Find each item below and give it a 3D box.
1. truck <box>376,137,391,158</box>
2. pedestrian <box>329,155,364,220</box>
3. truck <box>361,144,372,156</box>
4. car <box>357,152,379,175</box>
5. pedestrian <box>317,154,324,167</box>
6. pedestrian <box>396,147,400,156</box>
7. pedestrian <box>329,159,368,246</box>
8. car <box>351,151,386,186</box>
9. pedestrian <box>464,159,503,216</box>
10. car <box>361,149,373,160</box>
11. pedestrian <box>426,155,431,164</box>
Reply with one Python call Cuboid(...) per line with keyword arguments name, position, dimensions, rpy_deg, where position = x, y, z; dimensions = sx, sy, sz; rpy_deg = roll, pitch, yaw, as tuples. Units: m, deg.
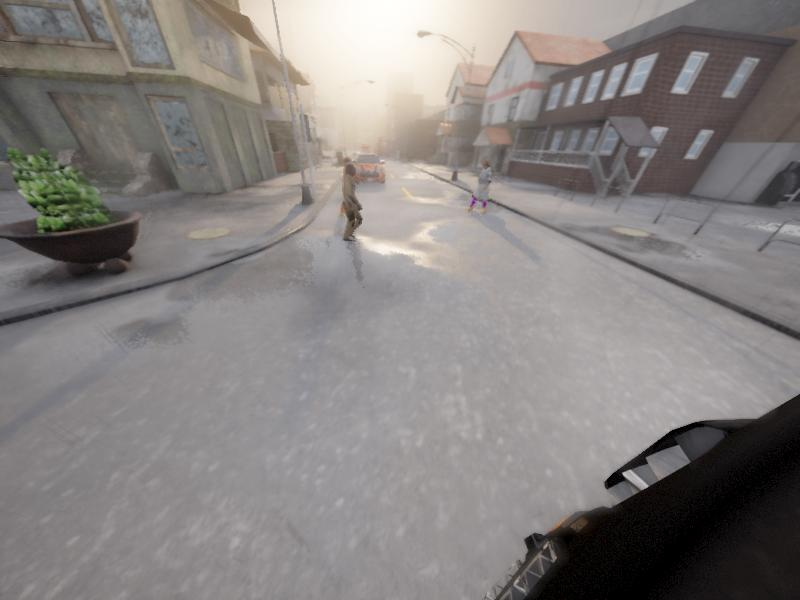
Cuboid(name="truck", position=(-3.927, -36.012, 54.505), dimensions=(2.891, 3.827, 8.468), rpy_deg=(-2, 34, -7))
Cuboid(name="pedestrian", position=(-1.740, -3.778, 7.788), dimensions=(0.751, 1.860, 0.751), rpy_deg=(7, 34, 7))
Cuboid(name="truck", position=(-8.902, -39.655, 60.895), dimensions=(2.627, 2.467, 5.204), rpy_deg=(-2, 34, -7))
Cuboid(name="car", position=(-3.013, -12.977, 21.846), dimensions=(1.851, 1.617, 3.988), rpy_deg=(-2, 34, -7))
Cuboid(name="pedestrian", position=(-8.119, -14.214, 23.603), dimensions=(0.500, 1.100, 0.500), rpy_deg=(-2, 34, -6))
Cuboid(name="pedestrian", position=(-0.583, -39.596, 61.672), dimensions=(0.751, 1.860, 0.751), rpy_deg=(-11, 36, -19))
Cuboid(name="pedestrian", position=(-1.207, -2.360, 5.683), dimensions=(0.751, 1.860, 0.751), rpy_deg=(-3, 34, -8))
Cuboid(name="car", position=(-2.190, -9.423, 16.370), dimensions=(2.097, 1.767, 4.553), rpy_deg=(-2, 34, -7))
Cuboid(name="pedestrian", position=(3.175, -4.336, 8.949), dimensions=(0.751, 1.860, 0.751), rpy_deg=(-11, 36, -19))
Cuboid(name="car", position=(-6.309, -27.638, 43.801), dimensions=(2.038, 1.542, 4.974), rpy_deg=(-2, 34, -7))
Cuboid(name="pedestrian", position=(4.373, -21.572, 35.511), dimensions=(0.500, 1.100, 0.500), rpy_deg=(-7, 35, -14))
